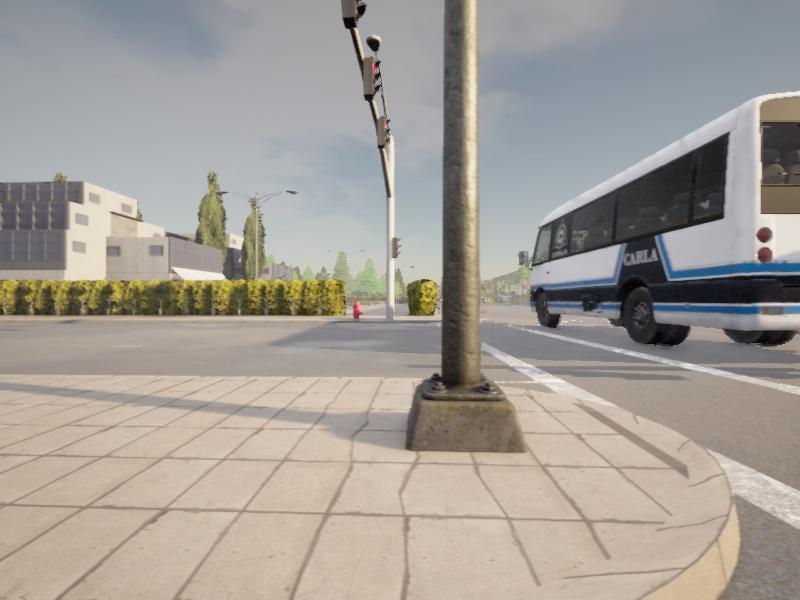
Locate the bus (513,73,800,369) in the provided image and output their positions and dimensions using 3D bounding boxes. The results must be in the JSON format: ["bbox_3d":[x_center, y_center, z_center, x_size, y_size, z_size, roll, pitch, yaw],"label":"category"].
[{"bbox_3d":[6.561,-1.132,10.905,3.944,4.253,10.273,0,0,0],"label":"bus"}]
